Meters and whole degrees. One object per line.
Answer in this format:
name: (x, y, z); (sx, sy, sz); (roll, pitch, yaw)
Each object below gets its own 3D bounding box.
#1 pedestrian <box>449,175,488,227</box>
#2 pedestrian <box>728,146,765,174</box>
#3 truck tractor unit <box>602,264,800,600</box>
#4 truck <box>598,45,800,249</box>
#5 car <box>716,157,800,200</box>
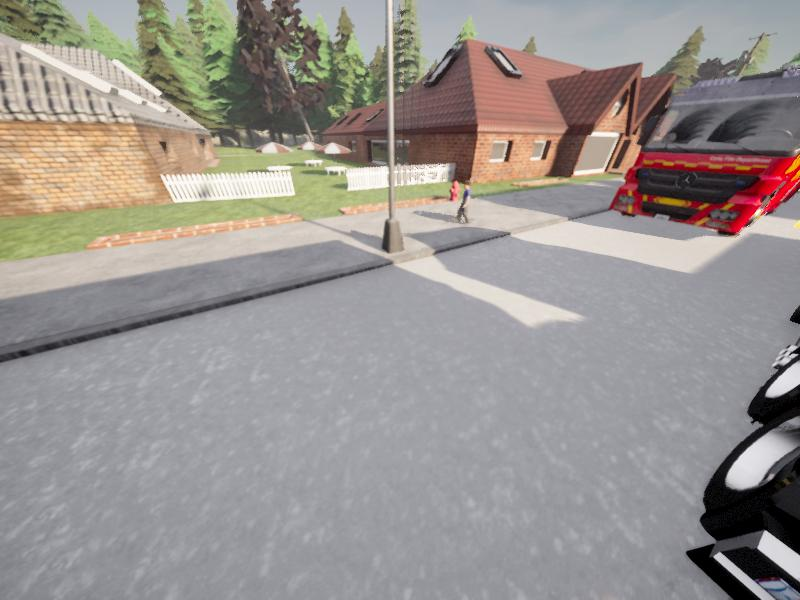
pedestrian: (1.994, -2.942, 6.895); (0.751, 1.300, 0.751); (0, 35, 0)
pedestrian: (27.303, -11.031, 18.233); (0.751, 1.860, 0.751); (-21, 40, -28)
truck tractor unit: (5.108, -0.303, 0.783); (6.516, 4.208, 3.053); (-18, 39, -24)
truck: (11.262, -4.775, 7.618); (8.468, 3.827, 2.891); (-18, 39, -24)
car: (19.755, -6.587, 12.313); (4.902, 1.511, 2.128); (-18, 39, -24)
